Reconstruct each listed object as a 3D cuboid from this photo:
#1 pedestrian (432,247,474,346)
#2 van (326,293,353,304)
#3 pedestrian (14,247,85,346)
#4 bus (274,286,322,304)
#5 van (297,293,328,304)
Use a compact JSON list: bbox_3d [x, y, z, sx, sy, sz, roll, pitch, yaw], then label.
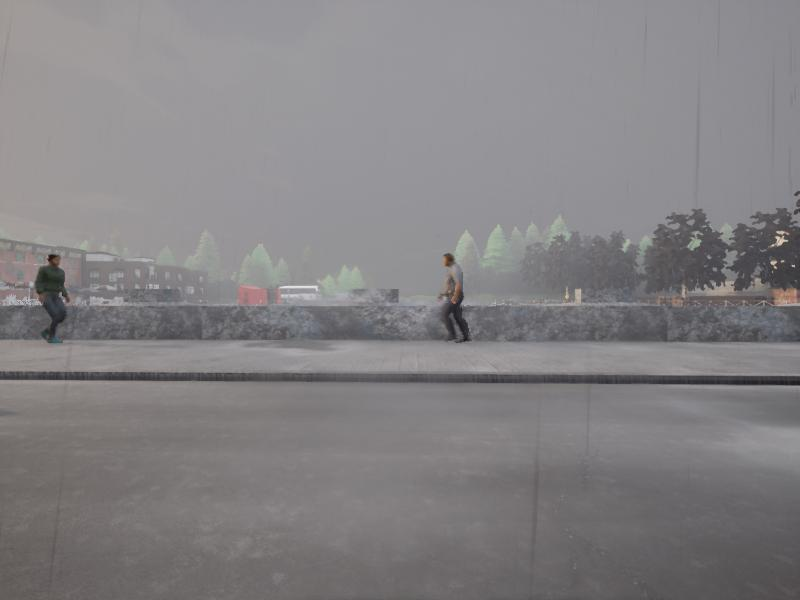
[{"bbox_3d":[1.034,-0.067,7.950,0.751,1.860,0.751,0,0,2],"label":"pedestrian"},{"bbox_3d":[-14.112,-0.300,93.671,5.915,2.561,1.988,0,0,2],"label":"van"},{"bbox_3d":[-6.926,-0.067,7.943,0.751,1.860,0.751,0,0,4],"label":"pedestrian"},{"bbox_3d":[-23.899,-1.139,93.867,10.273,4.253,3.944,0,0,2],"label":"bus"},{"bbox_3d":[-19.633,-0.227,89.844,6.366,2.431,2.351,0,0,2],"label":"van"}]
